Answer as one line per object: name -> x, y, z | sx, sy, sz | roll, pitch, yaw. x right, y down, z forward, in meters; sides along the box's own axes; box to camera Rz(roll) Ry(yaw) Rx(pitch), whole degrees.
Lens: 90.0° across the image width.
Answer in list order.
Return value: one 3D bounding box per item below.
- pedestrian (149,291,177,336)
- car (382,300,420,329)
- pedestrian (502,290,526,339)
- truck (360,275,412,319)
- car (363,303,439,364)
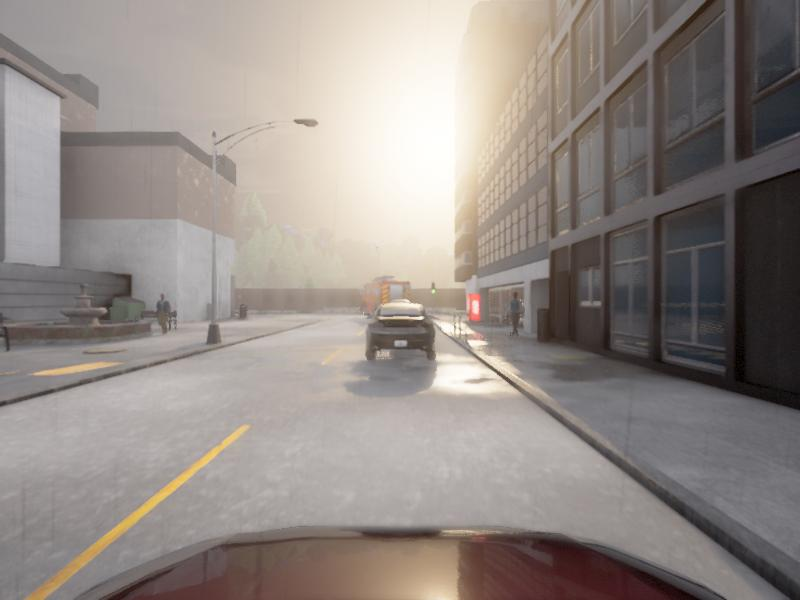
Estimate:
pedestrian -> -9.950, 0.557, 16.816 | 0.751, 1.860, 0.751 | 0, 0, -1
car -> 0.055, 0.817, 25.484 | 2.152, 1.651, 5.027 | 0, 0, 0
pedestrian -> 4.448, 0.556, 15.618 | 0.751, 1.860, 0.751 | 0, 0, 2
truck -> -1.585, -0.265, 39.209 | 2.891, 3.827, 8.468 | 0, 0, -18
car -> 0.027, 0.858, 12.171 | 1.837, 1.490, 4.892 | 0, -1, 0
